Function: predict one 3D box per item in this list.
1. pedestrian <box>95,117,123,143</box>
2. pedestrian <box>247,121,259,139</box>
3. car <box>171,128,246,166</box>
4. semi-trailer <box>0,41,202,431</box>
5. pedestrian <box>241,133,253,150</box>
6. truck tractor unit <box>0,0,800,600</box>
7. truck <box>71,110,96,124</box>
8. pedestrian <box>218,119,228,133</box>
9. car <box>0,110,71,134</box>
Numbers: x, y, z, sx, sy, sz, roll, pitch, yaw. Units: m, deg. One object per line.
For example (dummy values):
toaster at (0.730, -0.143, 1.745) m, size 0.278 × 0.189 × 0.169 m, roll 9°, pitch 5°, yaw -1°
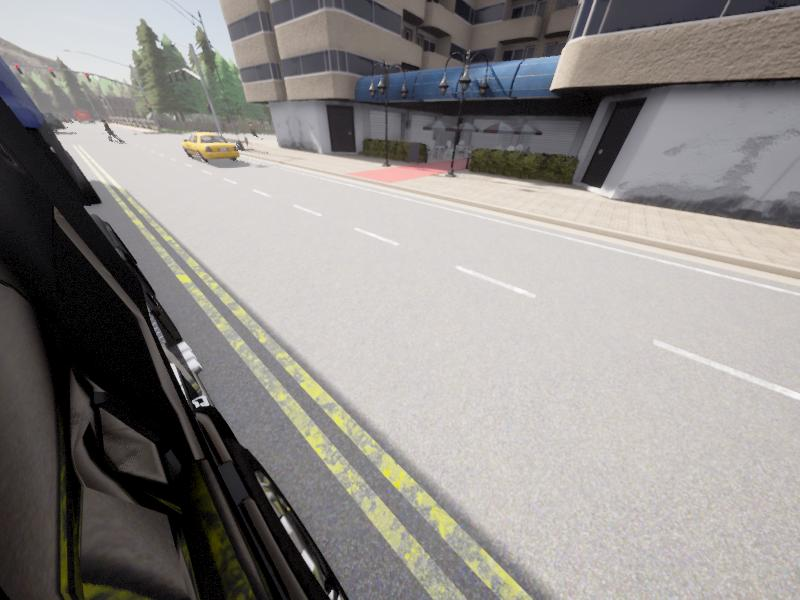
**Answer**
pedestrian at (-26.195, -15.266, 20.825) m, size 0.751 × 1.860 × 0.751 m, roll 28°, pitch 44°, yaw 30°
pedestrian at (-19.163, -22.117, 30.077) m, size 0.751 × 1.860 × 0.751 m, roll -10°, pitch 39°, yaw -16°
car at (-12.157, -9.750, 14.600) m, size 5.366 × 1.575 × 1.801 m, roll 28°, pitch 44°, yaw 30°
semi-trailer at (-8.708, -3.598, 4.218) m, size 14.254 × 4.402 × 2.717 m, roll 28°, pitch 44°, yaw 30°
pedestrian at (-12.924, -13.383, 19.516) m, size 0.500 × 1.100 × 0.500 m, roll -25°, pitch 45°, yaw -32°
truck tractor unit at (-2.645, -0.295, 0.351) m, size 6.516 × 4.208 × 3.053 m, roll 28°, pitch 44°, yaw 30°
truck at (-81.308, -46.973, 59.310) m, size 5.204 × 2.467 × 2.627 m, roll 28°, pitch 44°, yaw 30°
pedestrian at (-31.863, -31.290, 41.550) m, size 0.751 × 1.860 × 0.751 m, roll 29°, pitch 44°, yaw 31°
car at (-42.855, -20.388, 26.464) m, size 2.150 × 2.045 × 5.566 m, roll 28°, pitch 43°, yaw 30°
